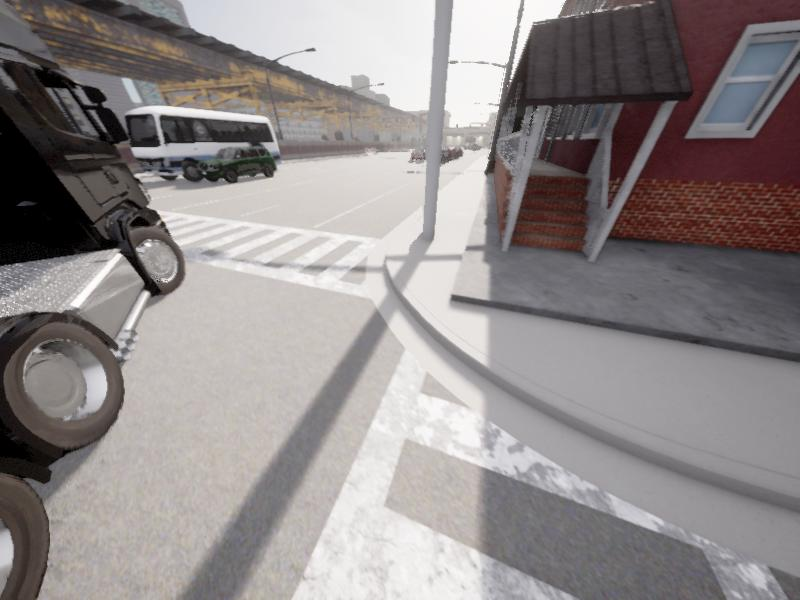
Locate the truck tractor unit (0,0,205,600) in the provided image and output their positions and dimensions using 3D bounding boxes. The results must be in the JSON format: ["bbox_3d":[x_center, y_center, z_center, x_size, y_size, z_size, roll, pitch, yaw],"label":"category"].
[{"bbox_3d":[-4.411,-0.694,1.376,3.053,4.208,6.516,-19,39,-24],"label":"truck tractor unit"}]

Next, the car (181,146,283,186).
[{"bbox_3d":[-11.667,-9.905,16.796,2.150,2.045,5.566,11,36,16],"label":"car"}]

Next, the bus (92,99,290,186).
[{"bbox_3d":[-14.413,-12.166,18.151,3.944,4.253,10.273,11,36,16],"label":"bus"}]
